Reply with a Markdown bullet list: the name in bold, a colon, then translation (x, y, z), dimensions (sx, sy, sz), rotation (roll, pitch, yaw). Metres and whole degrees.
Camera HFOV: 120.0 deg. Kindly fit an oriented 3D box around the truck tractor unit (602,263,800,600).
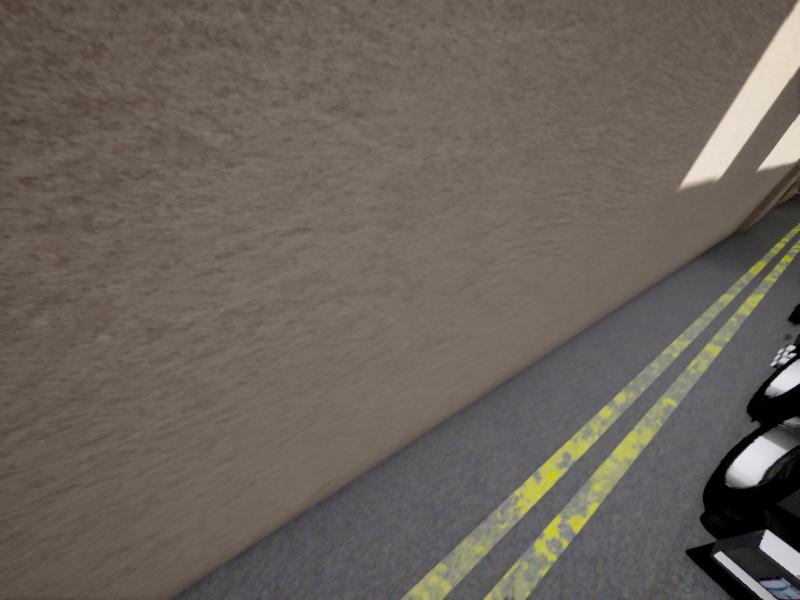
- **truck tractor unit**: translation (5.114, -0.296, 0.787), dimensions (6.516, 4.208, 3.053), rotation (-18, 39, -24)
